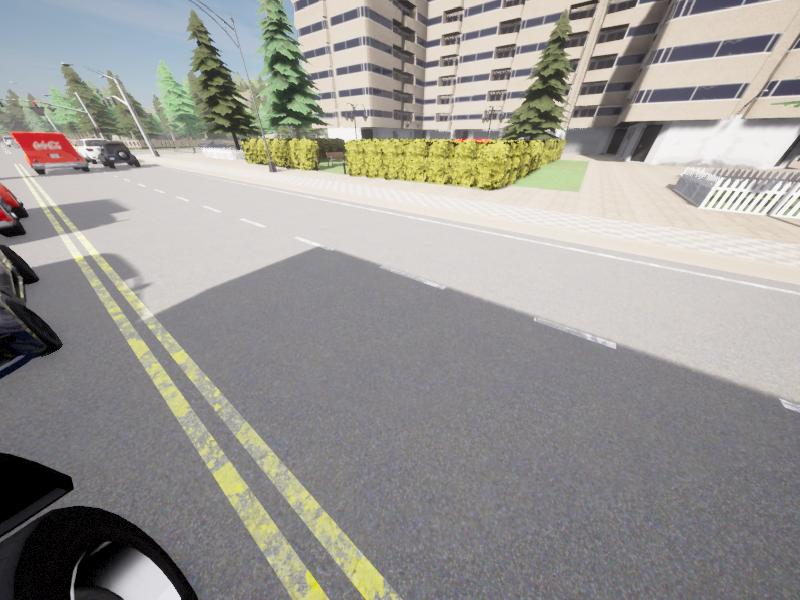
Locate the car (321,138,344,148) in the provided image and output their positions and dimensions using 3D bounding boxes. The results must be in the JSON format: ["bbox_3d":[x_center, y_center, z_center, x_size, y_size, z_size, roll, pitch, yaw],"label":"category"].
[{"bbox_3d":[-17.711,-41.431,60.842,2.150,2.045,5.566,22,41,28],"label":"car"}]

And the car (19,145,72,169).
[{"bbox_3d":[-30.964,-12.545,20.182,3.633,1.501,1.845,22,41,28],"label":"car"}]

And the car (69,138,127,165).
[{"bbox_3d":[-30.179,-14.895,23.078,5.566,2.045,2.150,22,41,28],"label":"car"}]

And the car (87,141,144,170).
[{"bbox_3d":[-24.381,-12.475,19.815,3.866,1.878,1.905,22,41,28],"label":"car"}]

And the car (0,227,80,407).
[{"bbox_3d":[-6.280,-0.078,2.541,4.611,1.667,2.242,22,40,28],"label":"car"}]

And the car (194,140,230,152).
[{"bbox_3d":[-36.084,-29.723,44.530,2.242,1.667,4.611,22,41,28],"label":"car"}]

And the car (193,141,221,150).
[{"bbox_3d":[-38.701,-31.107,46.449,1.845,1.501,3.633,22,41,28],"label":"car"}]

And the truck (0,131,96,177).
[{"bbox_3d":[-25.628,-10.757,16.871,5.204,2.467,2.627,22,41,28],"label":"truck"}]

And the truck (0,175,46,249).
[{"bbox_3d":[-12.224,-2.840,5.718,5.204,2.467,2.627,22,41,28],"label":"truck"}]
